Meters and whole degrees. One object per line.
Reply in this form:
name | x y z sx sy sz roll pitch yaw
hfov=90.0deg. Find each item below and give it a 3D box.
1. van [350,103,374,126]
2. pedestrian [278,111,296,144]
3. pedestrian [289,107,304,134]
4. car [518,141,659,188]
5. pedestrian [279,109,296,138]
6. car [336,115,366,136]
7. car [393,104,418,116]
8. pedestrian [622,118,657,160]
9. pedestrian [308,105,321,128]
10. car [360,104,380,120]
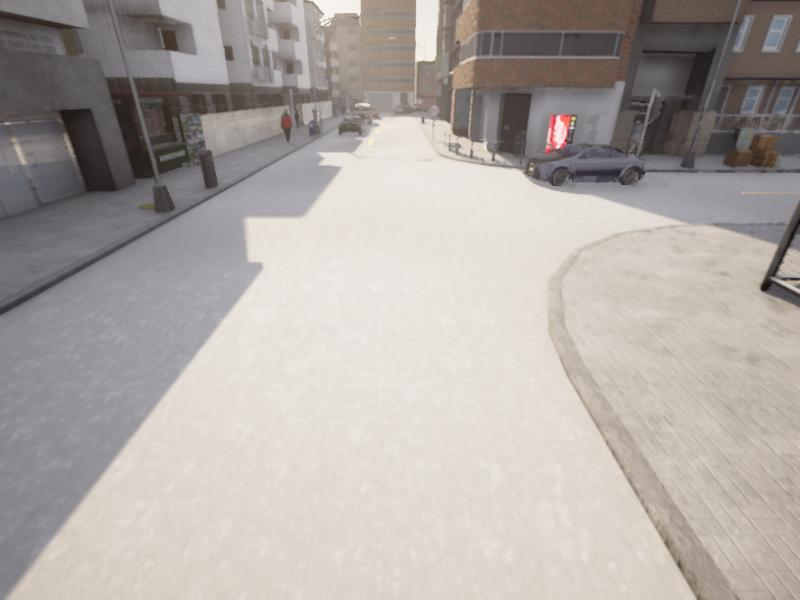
van | -3.951 -19.601 42.209 2.069 2.038 4.480 0 27 0
pedestrian | -7.115 -10.863 25.202 0.751 1.860 0.751 -2 27 -4
pedestrian | -8.159 -14.137 31.522 0.751 1.860 0.751 5 28 9
car | 6.935 -5.152 15.098 4.181 1.385 1.994 -2 27 -3
pedestrian | -8.018 -12.571 28.496 0.751 1.860 0.751 3 27 5
car | -3.964 -14.523 33.201 1.895 1.301 4.718 0 27 0
car | 0.964 -31.527 66.219 2.033 1.649 4.856 16 31 27
pedestrian | 11.726 -7.919 19.658 0.751 1.860 0.751 -5 28 -10
pedestrian | -7.820 -16.773 36.623 0.751 1.860 0.751 6 28 10
car | -3.918 -24.787 52.642 2.242 1.667 4.611 0 27 0
